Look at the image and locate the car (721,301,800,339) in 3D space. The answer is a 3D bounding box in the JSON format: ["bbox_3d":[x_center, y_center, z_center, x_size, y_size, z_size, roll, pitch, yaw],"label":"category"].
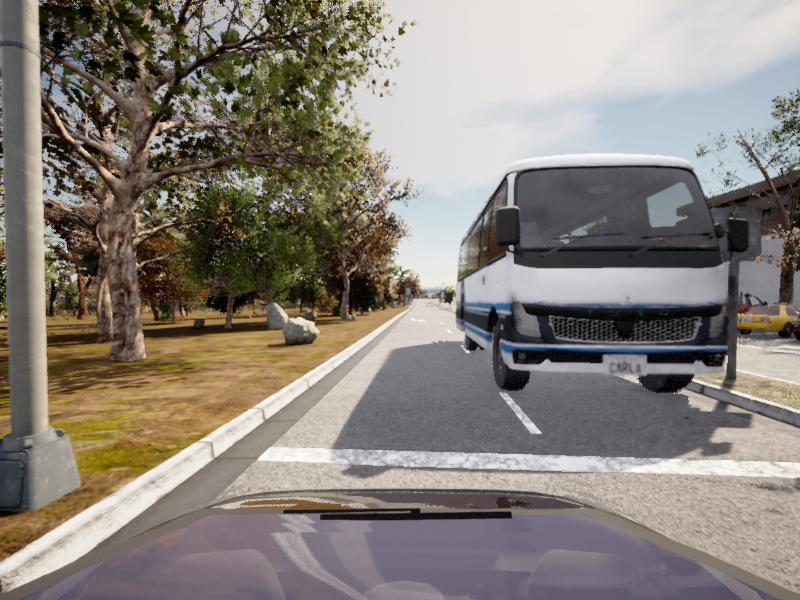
[{"bbox_3d":[17.925,0.900,18.656,5.366,1.575,1.946,1,0,-17],"label":"car"}]

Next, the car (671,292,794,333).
[{"bbox_3d":[17.929,0.651,21.609,5.566,2.045,2.435,1,0,-17],"label":"car"}]

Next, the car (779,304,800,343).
[{"bbox_3d":[17.587,0.939,15.602,4.674,1.452,2.002,1,0,-17],"label":"car"}]

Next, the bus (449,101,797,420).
[{"bbox_3d":[3.616,-0.511,10.569,3.944,4.253,10.273,0,0,3],"label":"bus"}]

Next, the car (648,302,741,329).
[{"bbox_3d":[18.074,0.934,24.609,4.792,1.488,2.163,1,0,-17],"label":"car"}]
